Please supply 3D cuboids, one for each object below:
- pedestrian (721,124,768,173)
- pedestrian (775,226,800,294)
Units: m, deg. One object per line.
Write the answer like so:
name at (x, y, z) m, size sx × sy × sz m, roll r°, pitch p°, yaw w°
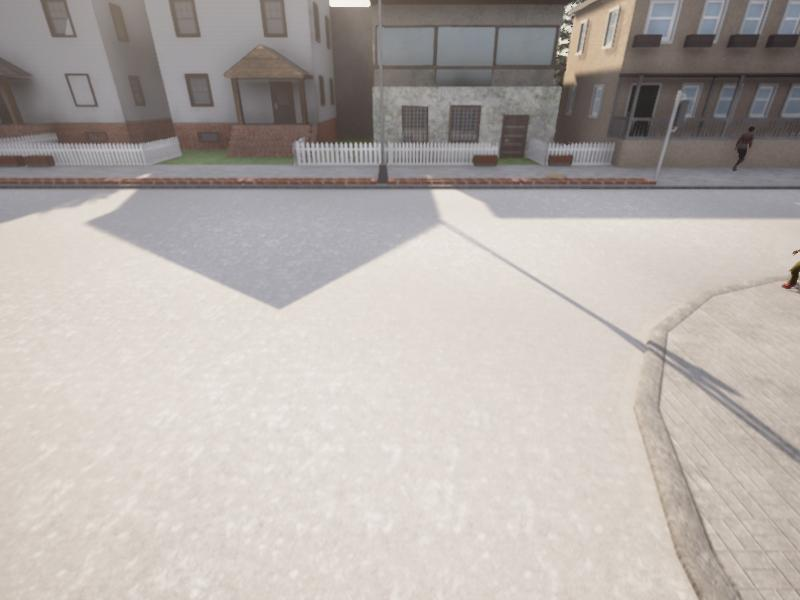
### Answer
pedestrian at (14.630, -6.454, 17.038) m, size 0.751 × 1.860 × 0.751 m, roll -11°, pitch 29°, yaw -20°
pedestrian at (6.747, -0.687, 6.536) m, size 0.500 × 1.100 × 0.500 m, roll 13°, pitch 30°, yaw 24°
